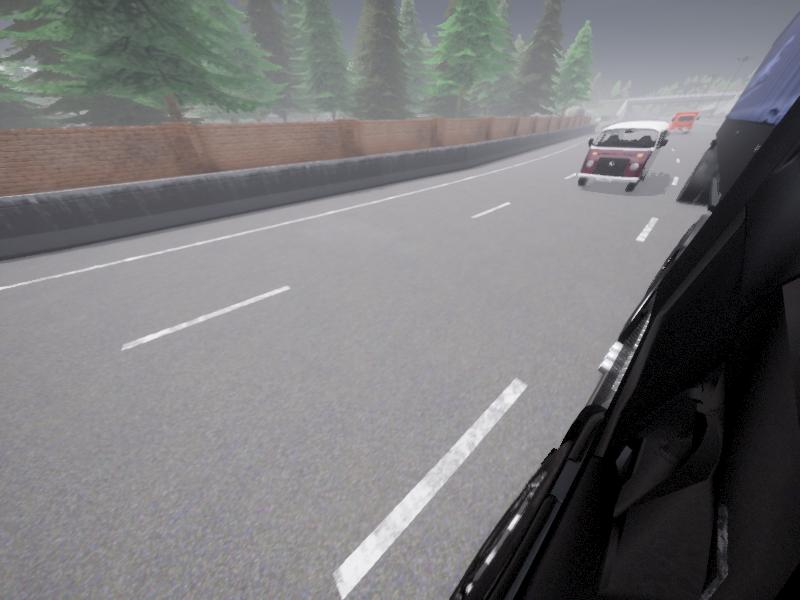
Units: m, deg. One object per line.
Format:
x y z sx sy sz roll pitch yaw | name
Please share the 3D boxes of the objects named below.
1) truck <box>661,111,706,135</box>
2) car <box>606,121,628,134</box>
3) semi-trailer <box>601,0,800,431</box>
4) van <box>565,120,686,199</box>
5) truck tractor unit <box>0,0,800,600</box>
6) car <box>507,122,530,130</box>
38.141 -23.973 31.331 2.627 2.467 5.204 25 45 31 | truck
37.123 -29.463 39.411 2.038 1.542 4.974 25 45 31 | car
8.487 -3.732 4.438 14.254 4.402 2.717 -31 46 -32 | semi-trailer
8.590 -5.539 8.803 4.480 2.038 2.069 -31 46 -33 | van
2.645 -0.295 0.351 6.516 4.208 3.053 -28 44 -30 | truck tractor unit
31.759 -46.604 61.939 4.856 1.649 2.033 26 45 32 | car
